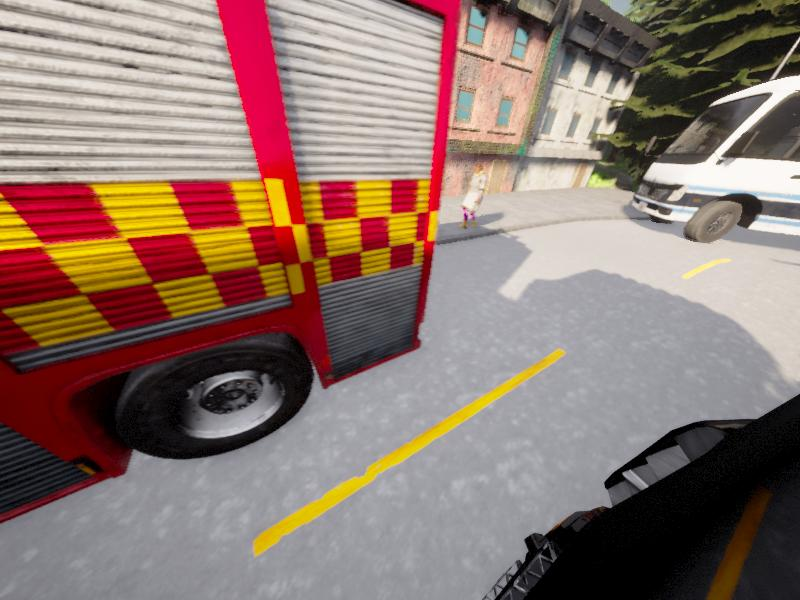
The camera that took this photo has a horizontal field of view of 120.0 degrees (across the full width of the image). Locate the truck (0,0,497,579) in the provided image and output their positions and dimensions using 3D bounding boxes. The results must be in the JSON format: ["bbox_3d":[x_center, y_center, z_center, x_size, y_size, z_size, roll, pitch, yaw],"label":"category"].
[{"bbox_3d":[-3.922,-0.409,0.818,8.468,3.827,2.891,-16,38,-27],"label":"truck"}]

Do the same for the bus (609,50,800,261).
[{"bbox_3d":[13.585,-3.384,6.298,10.273,4.253,3.944,16,35,18],"label":"bus"}]

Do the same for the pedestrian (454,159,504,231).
[{"bbox_3d":[2.314,-3.167,7.016,0.751,1.860,0.751,-12,36,-21],"label":"pedestrian"}]
